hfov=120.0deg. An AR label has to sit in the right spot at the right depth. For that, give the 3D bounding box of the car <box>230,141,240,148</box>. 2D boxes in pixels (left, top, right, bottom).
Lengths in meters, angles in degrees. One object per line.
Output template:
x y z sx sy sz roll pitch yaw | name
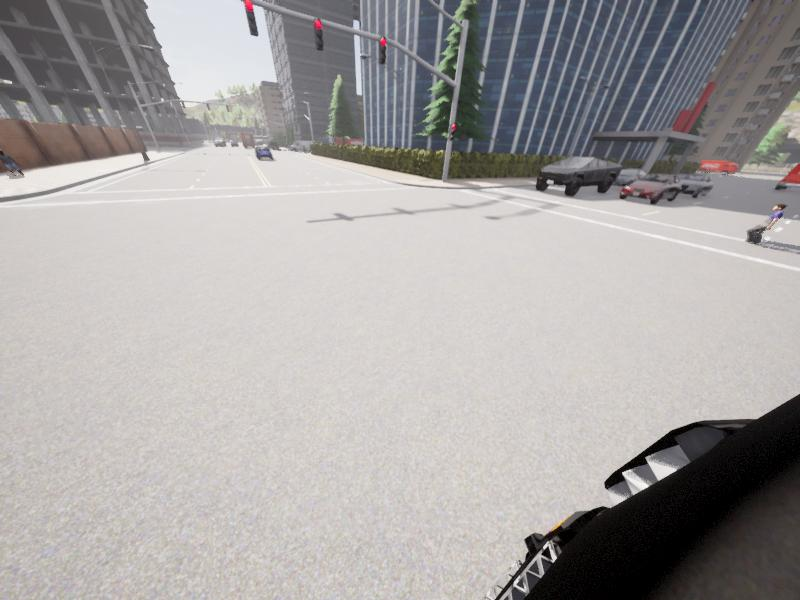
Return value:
-46.796 -44.044 65.431 1.895 1.301 4.718 -16 38 -26 | car

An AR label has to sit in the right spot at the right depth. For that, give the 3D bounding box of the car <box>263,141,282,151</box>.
-32.064 -38.742 58.078 3.866 1.878 1.905 22 38 26 | car

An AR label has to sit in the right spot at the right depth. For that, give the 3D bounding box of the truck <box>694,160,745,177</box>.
65.394 -27.094 47.458 2.627 2.467 5.204 -16 38 -26 | truck

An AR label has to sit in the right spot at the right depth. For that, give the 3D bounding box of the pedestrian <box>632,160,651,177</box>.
30.798 -16.791 29.474 0.751 1.860 0.751 -17 38 -27 | pedestrian

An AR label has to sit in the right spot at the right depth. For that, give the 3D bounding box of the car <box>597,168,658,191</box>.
18.805 -10.032 19.098 4.674 1.442 1.812 -16 38 -26 | car

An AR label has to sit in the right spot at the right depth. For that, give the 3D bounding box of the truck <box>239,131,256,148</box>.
-43.725 -45.974 66.284 2.891 3.827 8.468 -16 38 -26 | truck

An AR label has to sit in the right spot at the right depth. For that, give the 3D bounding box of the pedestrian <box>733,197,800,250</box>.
11.364 -2.355 7.082 0.751 1.300 0.751 -19 40 -30 | pedestrian

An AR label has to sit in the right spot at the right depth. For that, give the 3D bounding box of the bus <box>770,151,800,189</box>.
49.691 -15.588 27.264 10.273 4.253 3.944 -16 38 -26 | bus

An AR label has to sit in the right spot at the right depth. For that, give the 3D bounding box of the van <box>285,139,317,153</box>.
-23.448 -36.698 55.152 2.351 2.431 6.366 28 41 33 | van

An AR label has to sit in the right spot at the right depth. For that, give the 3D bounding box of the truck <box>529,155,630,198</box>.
12.017 -8.366 15.486 6.274 2.098 2.390 -16 38 -26 | truck

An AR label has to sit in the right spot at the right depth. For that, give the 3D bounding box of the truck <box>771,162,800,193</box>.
41.416 -12.423 23.482 5.204 2.467 2.627 -16 38 -26 | truck

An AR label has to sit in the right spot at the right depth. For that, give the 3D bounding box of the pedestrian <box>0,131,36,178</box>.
-18.627 -6.830 10.839 0.751 1.860 0.751 -19 39 -29 | pedestrian

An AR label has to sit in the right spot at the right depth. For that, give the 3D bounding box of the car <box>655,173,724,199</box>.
21.357 -8.495 17.051 4.181 1.385 1.994 -17 38 -27 | car

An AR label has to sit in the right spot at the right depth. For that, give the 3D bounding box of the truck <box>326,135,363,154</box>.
-14.065 -40.021 59.599 8.468 3.827 2.891 -16 38 -26 | truck

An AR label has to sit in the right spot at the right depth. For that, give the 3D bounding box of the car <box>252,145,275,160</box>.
-18.351 -19.825 31.007 2.007 1.525 4.514 -16 38 -26 | car

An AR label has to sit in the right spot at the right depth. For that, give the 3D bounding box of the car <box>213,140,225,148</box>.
-47.904 -41.321 61.163 2.033 1.411 5.357 -16 38 -26 | car

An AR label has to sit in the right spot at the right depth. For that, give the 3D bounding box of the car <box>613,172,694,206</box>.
15.307 -6.808 13.960 4.193 1.474 1.816 -16 38 -26 | car

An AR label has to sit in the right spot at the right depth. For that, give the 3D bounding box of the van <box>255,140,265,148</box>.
-46.073 -51.370 75.839 2.069 2.038 4.480 -16 38 -26 | van
